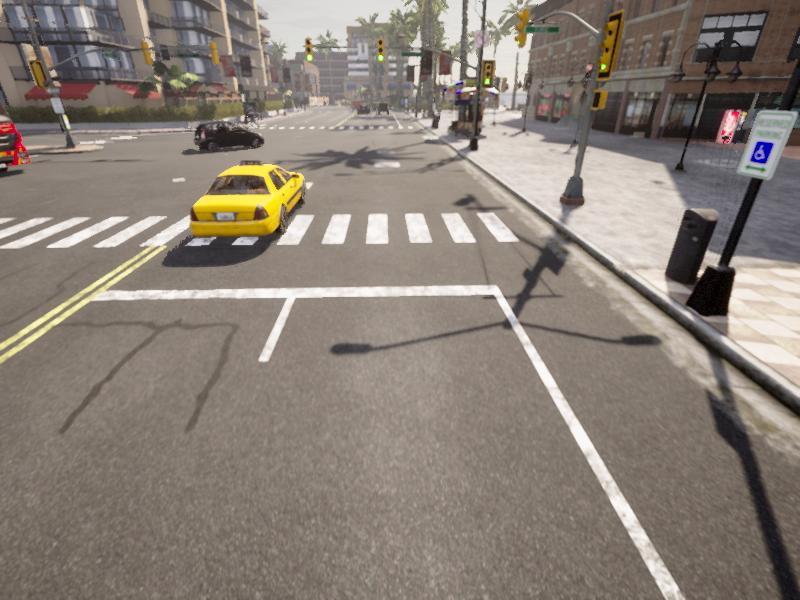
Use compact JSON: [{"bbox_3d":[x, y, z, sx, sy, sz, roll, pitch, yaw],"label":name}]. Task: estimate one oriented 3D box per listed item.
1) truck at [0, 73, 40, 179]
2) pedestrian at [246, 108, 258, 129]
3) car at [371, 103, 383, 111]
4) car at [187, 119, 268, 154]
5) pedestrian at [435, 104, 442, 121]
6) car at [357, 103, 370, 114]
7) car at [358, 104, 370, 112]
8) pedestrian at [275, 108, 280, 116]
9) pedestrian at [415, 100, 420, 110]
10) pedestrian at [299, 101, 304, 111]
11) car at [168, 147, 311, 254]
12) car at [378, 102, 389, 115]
[{"bbox_3d":[-20.484,-7.044,16.236,8.468,3.827,2.891,4,27,7],"label":"truck"},{"bbox_3d":[-14.952,-18.372,40.439,0.751,1.860,0.751,-1,27,-1],"label":"pedestrian"},{"bbox_3d":[-5.071,-42.100,87.109,1.789,1.549,3.705,-7,28,-13],"label":"car"},{"bbox_3d":[-10.598,-10.187,24.785,3.988,1.617,1.851,-23,35,-37],"label":"car"},{"bbox_3d":[4.696,-22.766,48.647,0.751,1.860,0.751,6,28,11],"label":"pedestrian"},{"bbox_3d":[-6.557,-34.834,72.817,2.242,1.667,4.611,-1,27,-3],"label":"car"},{"bbox_3d":[-7.186,-38.394,80.074,1.994,1.385,4.181,-5,27,-9],"label":"car"},{"bbox_3d":[-18.887,-29.070,61.827,0.500,1.100,0.500,0,27,1],"label":"pedestrian"},{"bbox_3d":[3.789,-42.279,86.736,0.751,1.860,0.751,-5,27,-9],"label":"pedestrian"},{"bbox_3d":[-20.468,-40.213,82.745,0.751,1.860,0.751,-7,28,-14],"label":"pedestrian"},{"bbox_3d":[-3.756,-2.926,10.626,1.801,1.575,5.366,-1,27,-2],"label":"car"},{"bbox_3d":[-2.957,-34.105,71.145,1.905,1.878,3.866,-1,27,-3],"label":"car"}]
